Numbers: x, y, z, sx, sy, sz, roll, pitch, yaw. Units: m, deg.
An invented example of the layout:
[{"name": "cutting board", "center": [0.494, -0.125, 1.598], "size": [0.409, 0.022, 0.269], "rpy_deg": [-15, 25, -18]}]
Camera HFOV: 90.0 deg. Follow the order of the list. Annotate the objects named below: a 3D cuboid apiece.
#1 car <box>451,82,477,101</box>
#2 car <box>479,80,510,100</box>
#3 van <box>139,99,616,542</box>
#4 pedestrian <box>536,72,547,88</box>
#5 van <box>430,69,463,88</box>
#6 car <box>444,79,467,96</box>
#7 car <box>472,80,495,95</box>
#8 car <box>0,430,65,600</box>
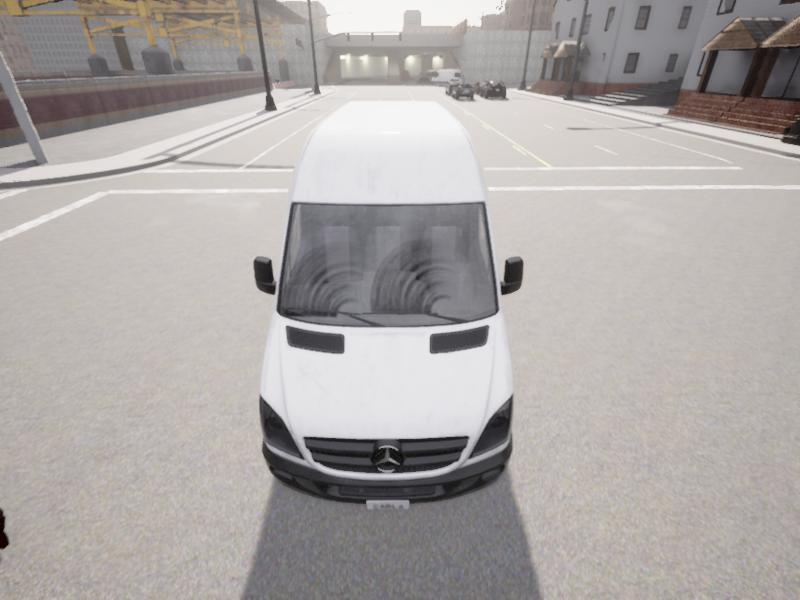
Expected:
[{"name": "car", "center": [6.655, -21.998, 42.089], "size": [2.007, 1.525, 4.514], "rpy_deg": [0, 30, 0]}, {"name": "car", "center": [10.144, -22.868, 43.437], "size": [2.242, 1.667, 4.611], "rpy_deg": [0, 30, 0]}, {"name": "van", "center": [-0.107, -0.809, 4.868], "size": [1.988, 2.561, 5.915], "rpy_deg": [0, 30, 0]}, {"name": "pedestrian", "center": [19.564, -30.461, 55.341], "size": [0.751, 1.860, 0.751], "rpy_deg": [-10, 32, -16]}, {"name": "van", "center": [7.775, -37.694, 67.911], "size": [1.988, 2.561, 5.915], "rpy_deg": [-21, 37, -31]}, {"name": "car", "center": [6.620, -25.627, 48.178], "size": [1.930, 1.638, 5.238], "rpy_deg": [-1, 30, -2]}, {"name": "car", "center": [10.225, -26.182, 49.325], "size": [1.812, 1.442, 4.674], "rpy_deg": [-1, 30, -1]}, {"name": "car", "center": [-3.576, 2.165, 0.937], "size": [1.994, 1.385, 4.181], "rpy_deg": [0, 30, 0]}]
